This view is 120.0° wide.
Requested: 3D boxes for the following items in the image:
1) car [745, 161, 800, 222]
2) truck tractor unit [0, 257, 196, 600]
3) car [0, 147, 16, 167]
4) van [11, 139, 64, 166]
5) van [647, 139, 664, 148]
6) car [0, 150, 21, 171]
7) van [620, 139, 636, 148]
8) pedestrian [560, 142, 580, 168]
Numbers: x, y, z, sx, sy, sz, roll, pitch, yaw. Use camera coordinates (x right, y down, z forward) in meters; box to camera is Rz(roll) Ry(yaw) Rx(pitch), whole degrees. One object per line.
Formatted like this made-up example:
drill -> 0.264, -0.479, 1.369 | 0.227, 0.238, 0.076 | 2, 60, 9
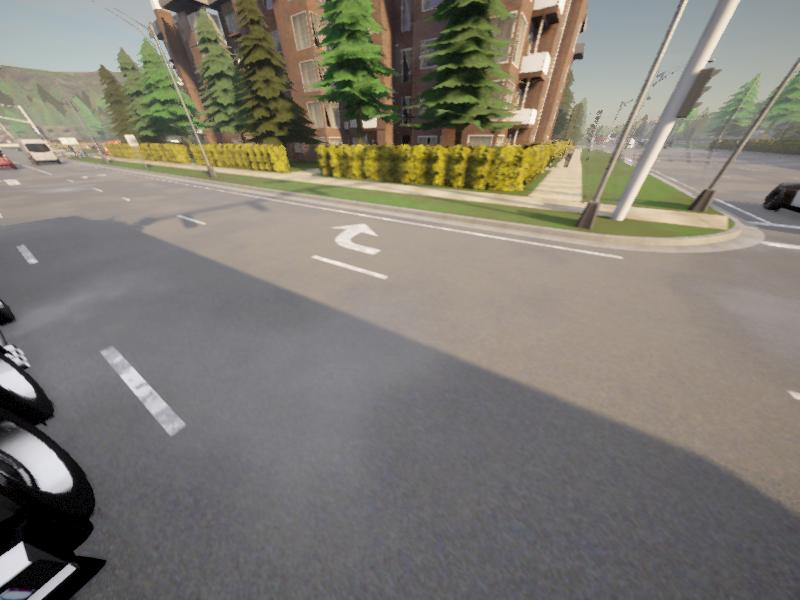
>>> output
car -> 14.183, -3.123, 7.021 | 2.038, 1.542, 4.974 | 16, 38, 22
truck tractor unit -> -5.104, -0.306, 0.799 | 6.516, 4.208, 3.053 | 19, 39, 25
car -> -46.491, -16.299, 26.096 | 5.566, 2.045, 2.150 | 20, 39, 26
van -> -44.183, -18.049, 28.158 | 5.915, 2.561, 1.988 | 19, 39, 26
van -> 73.523, -45.208, 66.524 | 2.069, 2.038, 4.480 | 20, 40, 27
car -> -40.459, -13.972, 23.076 | 3.988, 1.617, 1.851 | 20, 40, 26
van -> 63.310, -43.498, 64.164 | 2.069, 2.038, 4.480 | 20, 40, 27
pedestrian -> 14.521, -12.419, 19.787 | 0.751, 1.860, 0.751 | 21, 40, 27
